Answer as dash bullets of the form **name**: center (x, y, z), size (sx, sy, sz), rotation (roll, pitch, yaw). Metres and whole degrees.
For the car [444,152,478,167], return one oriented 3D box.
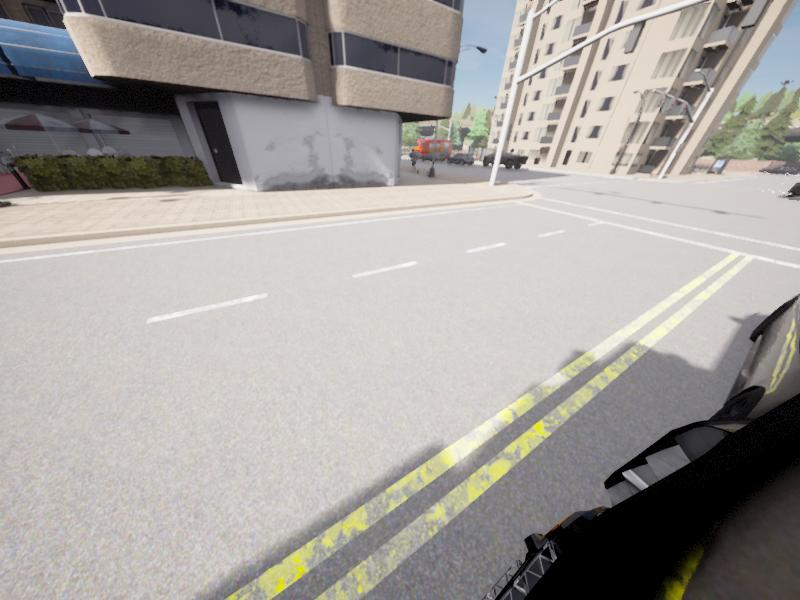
- **car**: center (9.297, -21.641, 35.502), size (2.033, 1.649, 4.856), rotation (-17, 38, -26)

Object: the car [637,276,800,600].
- **car**: center (4.393, 0.748, 1.704), size (4.514, 1.525, 2.007), rotation (-16, 38, -26)

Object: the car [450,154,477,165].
- **car**: center (10.681, -23.997, 39.363), size (1.994, 1.385, 4.181), rotation (-16, 38, -26)

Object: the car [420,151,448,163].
- **car**: center (5.780, -25.005, 40.403), size (2.128, 1.511, 4.902), rotation (-17, 38, -26)

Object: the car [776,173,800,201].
- **car**: center (31.325, -8.008, 16.598), size (5.238, 1.638, 1.930), rotation (-2, 34, -7)

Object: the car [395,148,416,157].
- **car**: center (1.302, -36.718, 57.417), size (4.611, 1.667, 2.242), rotation (-16, 38, -26)

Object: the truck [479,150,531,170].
- **truck**: center (14.878, -20.164, 33.254), size (2.390, 2.098, 6.274), rotation (-17, 38, -26)

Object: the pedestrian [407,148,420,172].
- **pedestrian**: center (1.227, -12.954, 21.396), size (0.751, 1.860, 0.751), rotation (-15, 38, -25)

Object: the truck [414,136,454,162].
- **truck**: center (6.309, -29.363, 44.885), size (2.891, 3.827, 8.468), rotation (-16, 38, -25)

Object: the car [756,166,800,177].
- **car**: center (79.664, -27.096, 48.593), size (1.837, 1.490, 4.892), rotation (-16, 38, -26)
